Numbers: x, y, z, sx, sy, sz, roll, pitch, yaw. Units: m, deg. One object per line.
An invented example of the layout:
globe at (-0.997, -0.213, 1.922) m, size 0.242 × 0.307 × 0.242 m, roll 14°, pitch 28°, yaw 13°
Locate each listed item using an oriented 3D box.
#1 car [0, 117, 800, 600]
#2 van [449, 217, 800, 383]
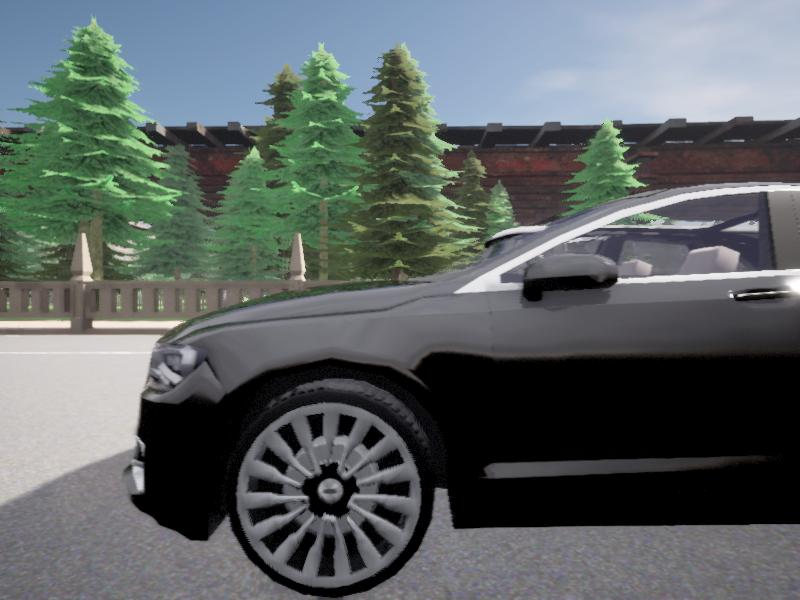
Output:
car at (1.244, 0.236, 2.198) m, size 4.902 × 1.511 × 2.128 m, roll 0°, pitch 0°, yaw 0°
van at (3.023, 0.000, 5.696) m, size 4.442 × 1.987 × 1.775 m, roll 0°, pitch 0°, yaw 0°
